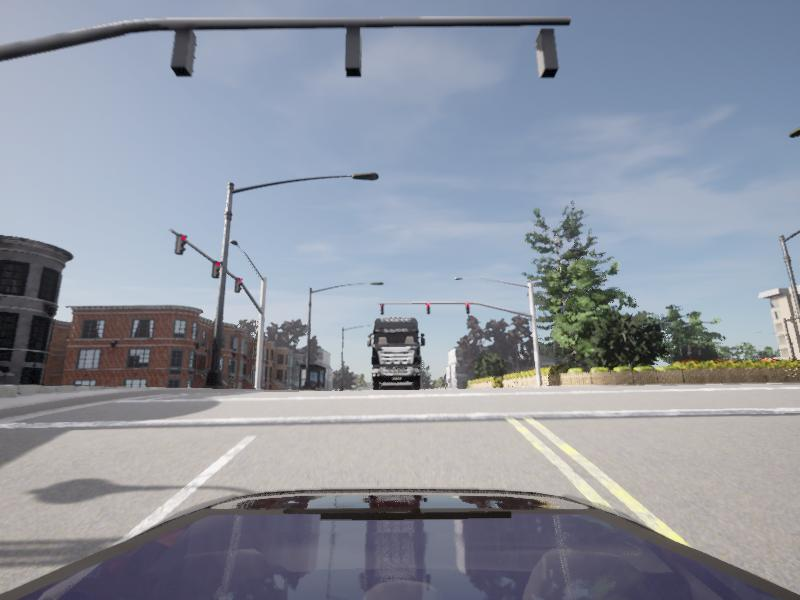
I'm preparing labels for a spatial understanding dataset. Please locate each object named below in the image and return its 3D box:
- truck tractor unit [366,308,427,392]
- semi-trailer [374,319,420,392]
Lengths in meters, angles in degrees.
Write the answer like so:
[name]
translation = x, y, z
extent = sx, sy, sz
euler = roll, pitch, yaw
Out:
[truck tractor unit]
translation = -0.210, 3.243, 23.602
extent = 3.053, 4.208, 6.516
euler = -1, -13, 0
[semi-trailer]
translation = -0.260, 4.937, 31.330
extent = 2.717, 4.402, 14.254
euler = -1, -13, -1
